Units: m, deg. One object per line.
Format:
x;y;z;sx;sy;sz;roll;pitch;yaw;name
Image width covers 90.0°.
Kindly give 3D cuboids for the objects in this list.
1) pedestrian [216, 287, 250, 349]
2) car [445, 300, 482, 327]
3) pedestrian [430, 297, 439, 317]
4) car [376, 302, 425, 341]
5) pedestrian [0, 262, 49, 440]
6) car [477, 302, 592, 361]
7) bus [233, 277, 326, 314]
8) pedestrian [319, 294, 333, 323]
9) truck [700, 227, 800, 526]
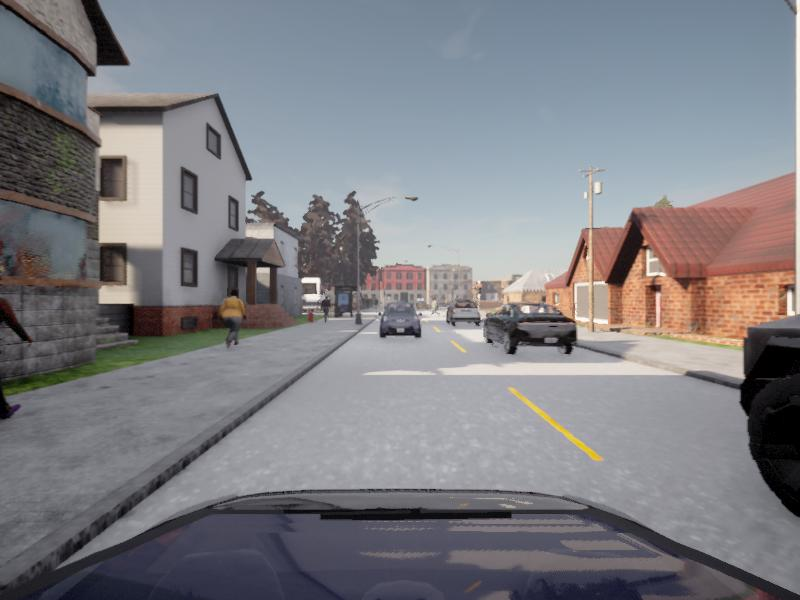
-5.183;0.541;12.441;0.751;1.860;0.751;0;0;0;pedestrian
4.006;0.802;25.796;1.851;1.617;3.988;0;0;1;car
3.180;0.659;37.019;0.751;1.860;0.751;0;0;-2;pedestrian
0.008;0.837;17.135;1.845;1.501;3.633;0;0;0;car
-4.614;0.536;4.466;0.751;1.860;0.751;0;0;-8;pedestrian
4.008;0.845;12.971;2.128;1.511;4.902;0;0;1;car
-14.492;-0.507;48.976;10.273;4.253;3.944;0;0;-2;bus
-4.793;0.548;26.015;0.751;1.860;0.751;0;0;3;pedestrian
3.982;0.544;0.611;2.390;2.098;6.274;0;0;1;truck
